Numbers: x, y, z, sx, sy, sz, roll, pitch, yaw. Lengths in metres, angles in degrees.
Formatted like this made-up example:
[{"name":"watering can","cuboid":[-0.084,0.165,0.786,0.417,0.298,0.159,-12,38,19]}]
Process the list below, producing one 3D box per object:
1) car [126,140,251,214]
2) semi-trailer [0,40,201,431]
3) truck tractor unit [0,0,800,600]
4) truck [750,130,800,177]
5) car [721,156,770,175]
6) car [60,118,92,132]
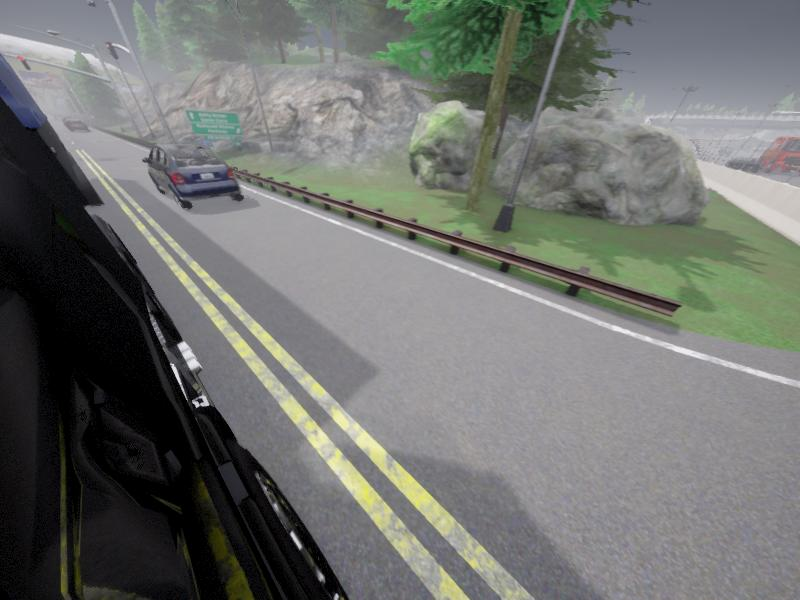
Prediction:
[{"name":"car","cuboid":[-6.923,-4.200,7.586,3.705,1.549,1.789,27,43,30]},{"name":"semi-trailer","cuboid":[-8.699,-3.591,4.246,14.254,4.402,2.717,28,43,30]},{"name":"truck tractor unit","cuboid":[-2.645,-0.295,0.351,6.516,4.208,3.053,28,44,30]},{"name":"truck","cuboid":[43.300,-16.114,25.364,2.891,3.827,8.468,31,45,33]},{"name":"car","cuboid":[38.165,-15.000,25.652,1.895,1.301,4.718,28,44,30]},{"name":"car","cuboid":[-48.999,-26.453,34.925,4.792,1.488,2.163,28,43,30]}]
